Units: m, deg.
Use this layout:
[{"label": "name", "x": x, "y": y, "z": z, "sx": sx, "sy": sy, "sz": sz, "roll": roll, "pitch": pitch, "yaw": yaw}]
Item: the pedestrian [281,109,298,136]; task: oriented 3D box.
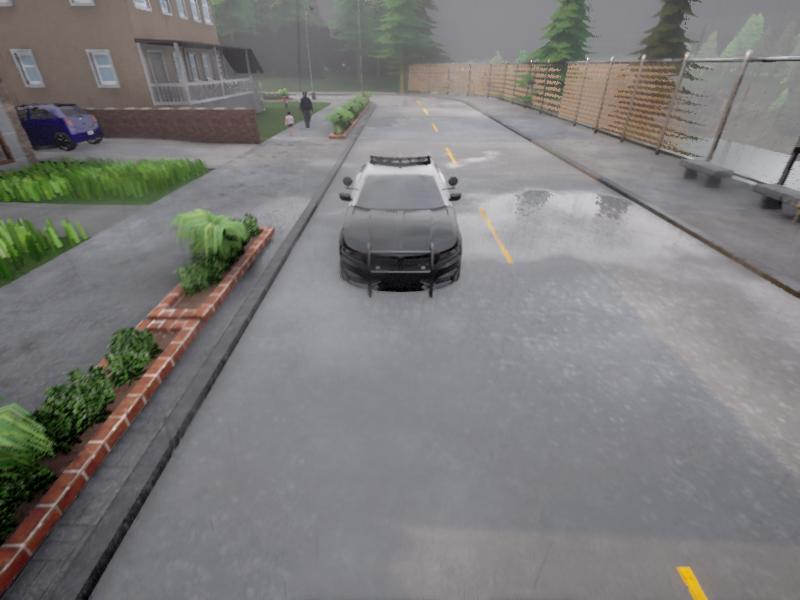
[{"label": "pedestrian", "x": -5.280, "y": -8.490, "z": 19.138, "sx": 0.500, "sy": 1.100, "sz": 0.500, "roll": 1, "pitch": 30, "yaw": 1}]

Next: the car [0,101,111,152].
[{"label": "car", "x": -13.267, "y": -6.385, "z": 14.683, "sx": 3.633, "sy": 1.501, "sz": 1.845, "roll": 0, "pitch": 30, "yaw": 0}]

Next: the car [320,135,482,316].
[{"label": "car", "x": 0.008, "y": -1.800, "z": 7.438, "sx": 1.930, "sy": 1.638, "sz": 5.238, "roll": 0, "pitch": 30, "yaw": 0}]

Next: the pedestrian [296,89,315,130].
[{"label": "pedestrian", "x": -4.888, "y": -9.908, "z": 20.807, "sx": 0.751, "sy": 1.860, "sz": 0.751, "roll": -6, "pitch": 31, "yaw": -9}]
